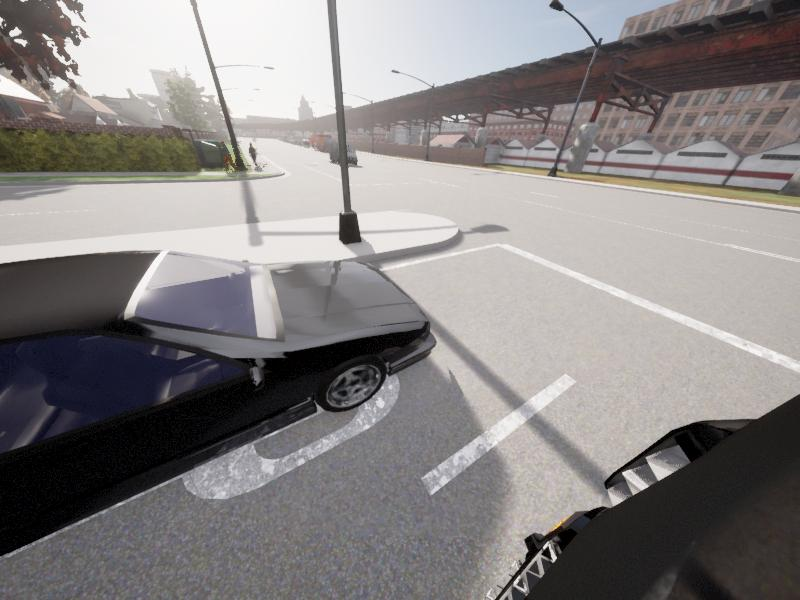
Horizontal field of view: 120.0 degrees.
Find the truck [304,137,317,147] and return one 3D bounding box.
[{"bbox_3d":[-30.087,-53.111,77.487,2.627,2.467,5.204,-16,39,-26],"label":"truck"}]

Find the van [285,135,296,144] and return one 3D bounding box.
[{"bbox_3d":[-41.113,-60.398,87.004,2.351,2.431,6.366,-16,39,-26],"label":"van"}]

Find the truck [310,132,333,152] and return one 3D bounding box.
[{"bbox_3d":[-19.282,-38.734,56.543,2.891,3.827,8.468,-16,39,-26],"label":"truck"}]

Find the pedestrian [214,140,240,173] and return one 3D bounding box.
[{"bbox_3d":[-11.664,-9.686,15.633,0.751,1.860,0.751,-27,44,-37],"label":"pedestrian"}]

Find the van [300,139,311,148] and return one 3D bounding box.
[{"bbox_3d":[-28.572,-47.422,69.796,2.069,2.038,4.480,-16,39,-26],"label":"van"}]

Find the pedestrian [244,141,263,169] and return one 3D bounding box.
[{"bbox_3d":[-11.690,-11.577,18.480,0.751,1.860,0.751,-9,35,-18],"label":"pedestrian"}]

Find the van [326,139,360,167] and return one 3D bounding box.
[{"bbox_3d":[-7.039,-18.092,28.357,1.988,2.561,5.915,-16,38,-26],"label":"van"}]

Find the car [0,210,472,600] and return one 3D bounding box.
[{"bbox_3d":[-2.268,0.471,1.802,5.357,1.411,2.033,-16,38,-26],"label":"car"}]
